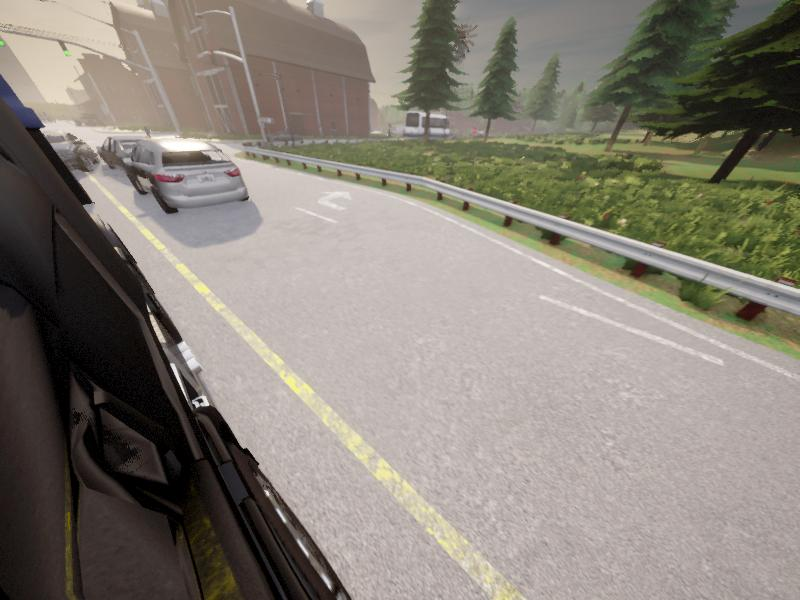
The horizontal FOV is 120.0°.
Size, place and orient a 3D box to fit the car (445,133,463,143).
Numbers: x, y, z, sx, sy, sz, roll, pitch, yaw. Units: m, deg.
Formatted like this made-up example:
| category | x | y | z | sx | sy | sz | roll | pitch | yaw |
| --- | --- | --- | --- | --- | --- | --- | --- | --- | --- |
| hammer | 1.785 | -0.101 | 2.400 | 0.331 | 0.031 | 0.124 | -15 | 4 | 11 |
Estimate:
| category | x | y | z | sx | sy | sz | roll | pitch | yaw |
| --- | --- | --- | --- | --- | --- | --- | --- | --- | --- |
| car | 10.999 | -33.160 | 47.355 | 1.845 | 1.501 | 3.633 | 28 | 43 | 29 |

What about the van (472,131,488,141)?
| category | x | y | z | sx | sy | sz | roll | pitch | yaw |
| --- | --- | --- | --- | --- | --- | --- | --- | --- | --- |
| van | 21.601 | -44.046 | 62.128 | 2.069 | 2.038 | 4.480 | 28 | 43 | 29 |

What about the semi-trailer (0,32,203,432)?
| category | x | y | z | sx | sy | sz | roll | pitch | yaw |
| --- | --- | --- | --- | --- | --- | --- | --- | --- | --- |
| semi-trailer | -8.792 | -3.540 | 4.132 | 14.254 | 4.402 | 2.717 | 27 | 43 | 29 |

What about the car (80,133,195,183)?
| category | x | y | z | sx | sy | sz | roll | pitch | yaw |
| --- | --- | --- | --- | --- | --- | --- | --- | --- | --- |
| car | -12.160 | -6.708 | 10.670 | 5.357 | 1.411 | 2.033 | 24 | 42 | 26 |

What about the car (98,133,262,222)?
| category | x | y | z | sx | sy | sz | roll | pitch | yaw |
| --- | --- | --- | --- | --- | --- | --- | --- | --- | --- |
| car | -6.910 | -4.103 | 7.293 | 4.611 | 1.667 | 2.242 | 27 | 43 | 29 |

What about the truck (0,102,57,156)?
| category | x | y | z | sx | sy | sz | roll | pitch | yaw |
| --- | --- | --- | --- | --- | --- | --- | --- | --- | --- |
| truck | -24.614 | -10.723 | 14.356 | 5.204 | 2.467 | 2.627 | 27 | 43 | 28 |

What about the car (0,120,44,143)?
| category | x | y | z | sx | sy | sz | roll | pitch | yaw |
| --- | --- | --- | --- | --- | --- | --- | --- | --- | --- |
| car | -32.147 | -14.084 | 19.269 | 4.181 | 1.385 | 1.994 | 26 | 42 | 27 |

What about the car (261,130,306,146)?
| category | x | y | z | sx | sy | sz | roll | pitch | yaw |
| --- | --- | --- | --- | --- | --- | --- | --- | --- | --- |
| car | -13.661 | -19.191 | 27.295 | 1.994 | 1.385 | 4.181 | 28 | 43 | 29 |

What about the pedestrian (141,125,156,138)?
| category | x | y | z | sx | sy | sz | roll | pitch | yaw |
| --- | --- | --- | --- | --- | --- | --- | --- | --- | --- |
| pedestrian | -27.111 | -18.102 | 24.877 | 0.500 | 1.100 | 0.500 | -1 | 37 | -4 |

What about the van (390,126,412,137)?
| category | x | y | z | sx | sy | sz | roll | pitch | yaw |
| --- | --- | --- | --- | --- | --- | --- | --- | --- | --- |
| van | 0.250 | -48.964 | 67.013 | 6.366 | 2.431 | 2.351 | 27 | 43 | 28 |

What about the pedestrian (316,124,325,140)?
| category | x | y | z | sx | sy | sz | roll | pitch | yaw |
| --- | --- | --- | --- | --- | --- | --- | --- | --- | --- |
| pedestrian | -11.702 | -24.755 | 34.137 | 0.751 | 1.860 | 0.751 | 28 | 44 | 30 |

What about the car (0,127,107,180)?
| category | x | y | z | sx | sy | sz | roll | pitch | yaw |
| --- | --- | --- | --- | --- | --- | --- | --- | --- | --- |
| car | -15.586 | -6.779 | 10.449 | 2.128 | 1.511 | 4.902 | -26 | 45 | -32 |

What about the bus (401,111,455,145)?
| category | x | y | z | sx | sy | sz | roll | pitch | yaw |
| --- | --- | --- | --- | --- | --- | --- | --- | --- | --- |
| bus | 5.018 | -30.150 | 40.691 | 3.944 | 4.253 | 10.273 | 28 | 43 | 29 |

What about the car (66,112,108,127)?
| category | x | y | z | sx | sy | sz | roll | pitch | yaw |
| --- | --- | --- | --- | --- | --- | --- | --- | --- | --- |
| car | -56.860 | -32.847 | 42.041 | 3.866 | 1.878 | 1.905 | -2 | 43 | -3 |

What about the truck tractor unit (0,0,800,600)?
| category | x | y | z | sx | sy | sz | roll | pitch | yaw |
| --- | --- | --- | --- | --- | --- | --- | --- | --- | --- |
| truck tractor unit | -2.645 | -0.295 | 0.351 | 6.516 | 4.208 | 3.053 | 28 | 44 | 30 |
